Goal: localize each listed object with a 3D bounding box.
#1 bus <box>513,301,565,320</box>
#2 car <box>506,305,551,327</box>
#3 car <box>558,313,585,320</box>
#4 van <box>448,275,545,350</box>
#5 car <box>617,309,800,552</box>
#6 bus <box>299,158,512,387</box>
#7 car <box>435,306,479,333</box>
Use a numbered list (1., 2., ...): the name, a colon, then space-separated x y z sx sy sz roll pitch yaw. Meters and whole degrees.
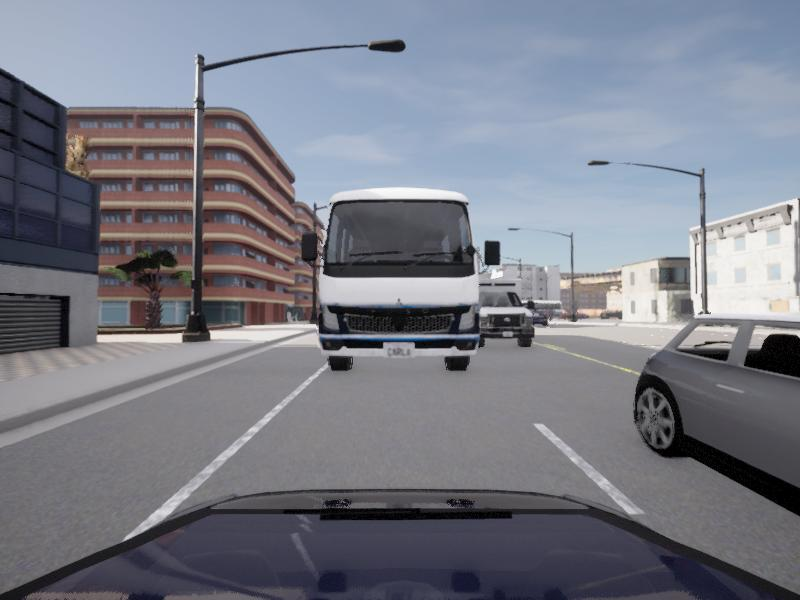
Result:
1. bus: 31.568 2.335 91.259 10.273 4.253 3.944 0 -2 -1
2. car: 10.438 1.312 32.872 2.242 1.667 4.611 0 -2 0
3. car: 37.762 3.606 88.053 5.008 1.535 1.882 0 -2 -1
4. van: 3.468 0.449 16.064 2.351 2.431 6.366 0 -1 0
5. car: 3.496 0.846 2.710 1.970 1.475 3.806 0 0 0
6. bus: 0.096 -0.512 12.568 3.944 4.253 10.273 0 0 0
7. car: 3.281 1.115 24.013 1.812 1.442 4.674 0 -2 -2
